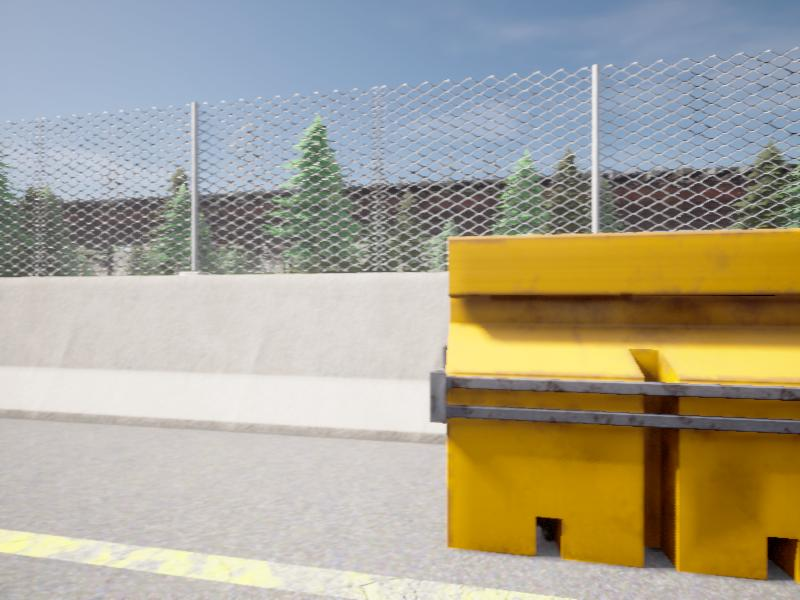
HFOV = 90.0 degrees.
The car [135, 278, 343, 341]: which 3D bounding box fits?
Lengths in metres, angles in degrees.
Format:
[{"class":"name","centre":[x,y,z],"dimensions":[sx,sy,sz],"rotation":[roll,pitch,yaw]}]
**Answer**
[{"class":"car","centre":[-4.259,0.221,10.991],"dimensions":[4.902,1.511,2.128],"rotation":[0,0,10]}]

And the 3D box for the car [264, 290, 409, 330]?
[{"class":"car","centre":[-2.163,0.321,14.175],"dimensions":[4.718,1.301,1.895],"rotation":[0,0,10]}]
